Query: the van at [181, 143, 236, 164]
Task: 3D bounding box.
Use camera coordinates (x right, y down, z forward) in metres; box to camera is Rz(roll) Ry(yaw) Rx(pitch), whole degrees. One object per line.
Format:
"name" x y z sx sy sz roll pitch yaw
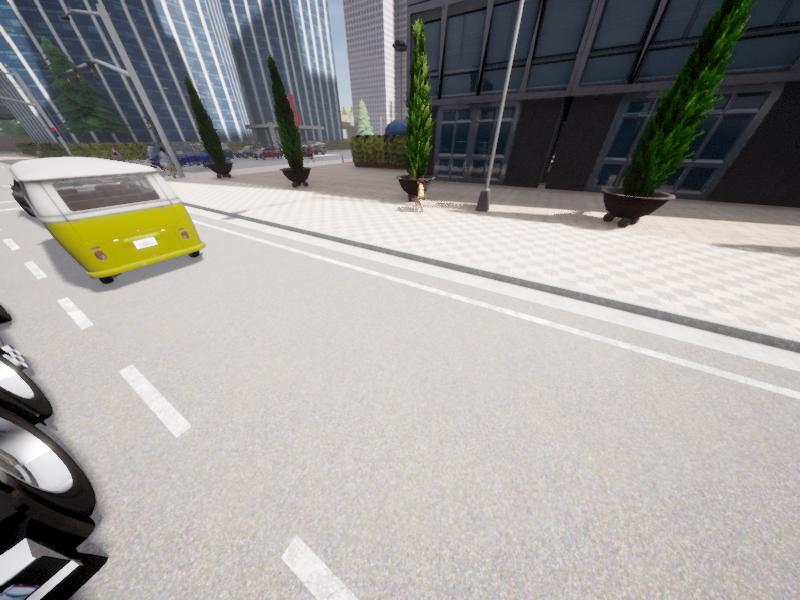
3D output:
"van" -23.027 -17.824 28.017 1.775 1.987 4.442 18 39 24

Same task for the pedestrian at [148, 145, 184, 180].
"pedestrian" -14.803 -8.699 14.657 0.751 1.860 0.751 19 39 26

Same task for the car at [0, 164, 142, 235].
"car" -11.690 -3.685 8.037 4.514 1.525 2.007 18 39 24

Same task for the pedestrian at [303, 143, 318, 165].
"pedestrian" -9.124 -14.917 23.542 0.751 1.860 0.751 16 38 22

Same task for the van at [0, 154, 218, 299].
"van" -6.492 -1.954 5.111 4.442 1.987 1.775 21 40 27

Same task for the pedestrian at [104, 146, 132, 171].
"pedestrian" -24.994 -12.532 20.502 0.751 1.860 0.751 -25 42 -31

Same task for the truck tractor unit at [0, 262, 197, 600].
"truck tractor unit" -5.108 -0.303 0.783 6.516 4.208 3.053 18 39 24

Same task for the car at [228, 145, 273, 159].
"car" -22.386 -22.378 34.868 2.152 1.651 5.027 18 39 24

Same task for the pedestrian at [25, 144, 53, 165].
"pedestrian" -38.688 -15.652 24.816 0.751 1.860 0.751 29 44 35

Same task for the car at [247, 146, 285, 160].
"car" -19.333 -21.349 33.496 1.816 1.474 4.193 18 39 24

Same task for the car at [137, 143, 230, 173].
"car" -19.583 -13.221 21.330 2.150 2.045 5.566 18 39 24

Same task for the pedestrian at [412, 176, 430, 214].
"pedestrian" 0.719 -3.558 7.827 0.500 1.100 0.500 6 35 8

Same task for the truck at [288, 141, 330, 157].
"truck" -15.233 -25.762 39.256 2.390 2.098 6.274 18 39 24

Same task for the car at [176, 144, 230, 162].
"car" -25.569 -19.266 30.199 1.932 1.855 4.605 18 39 24
